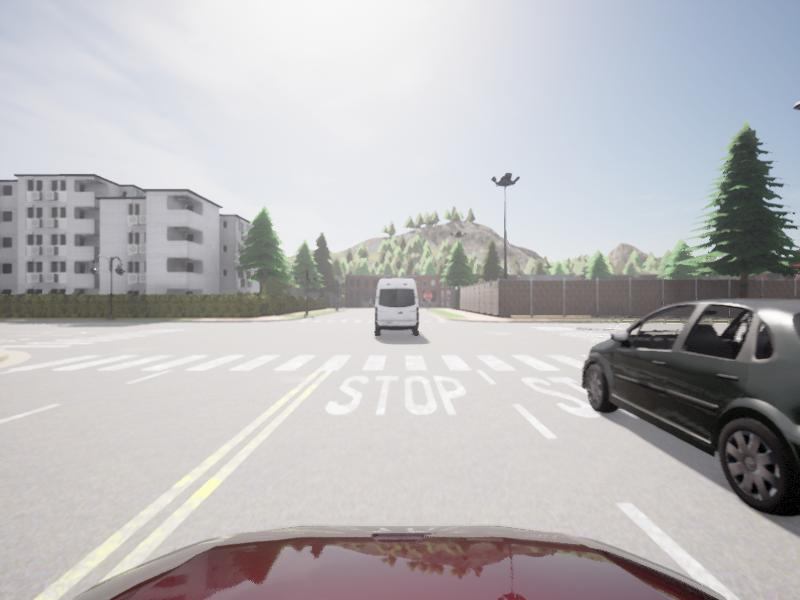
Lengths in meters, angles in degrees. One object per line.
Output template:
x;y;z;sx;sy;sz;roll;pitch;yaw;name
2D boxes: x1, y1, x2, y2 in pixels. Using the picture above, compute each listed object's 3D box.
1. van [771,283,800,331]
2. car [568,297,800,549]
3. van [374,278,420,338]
24.242;0.351;21.940;5.915;2.561;1.988;0;0;1;van
3.568;0.794;4.433;1.851;1.617;3.988;0;0;2;car
-0.223;0.347;20.092;1.988;2.561;5.915;0;0;-2;van
